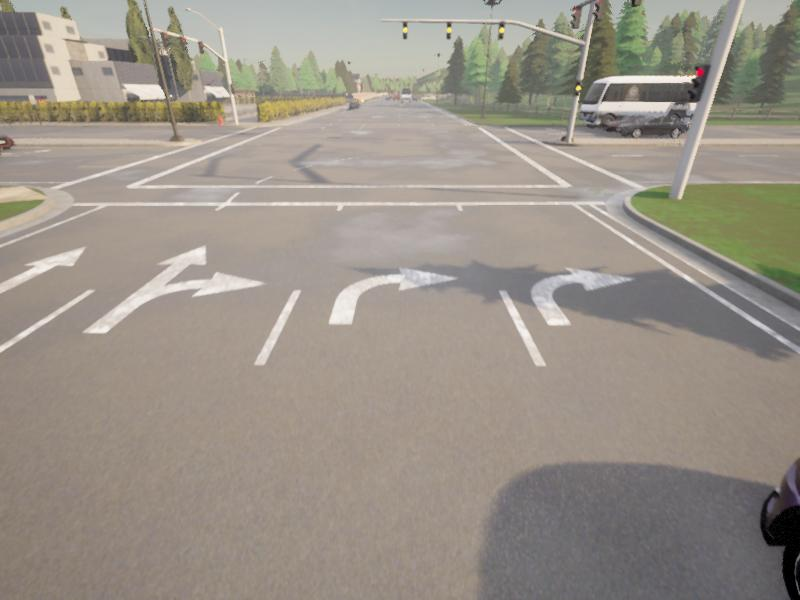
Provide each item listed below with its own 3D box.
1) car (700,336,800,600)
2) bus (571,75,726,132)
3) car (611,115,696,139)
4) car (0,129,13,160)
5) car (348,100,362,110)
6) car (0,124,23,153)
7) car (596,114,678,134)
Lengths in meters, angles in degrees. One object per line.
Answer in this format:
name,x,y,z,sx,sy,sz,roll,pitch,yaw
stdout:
car,3.502,2.076,0.776,2.033,1.649,4.856,0,27,0
bus,21.414,-17.319,35.294,10.273,4.253,3.944,0,27,-1
car,18.740,-12.911,29.795,4.892,1.490,1.837,0,27,-1
car,-22.305,-7.475,19.083,5.027,1.651,2.152,0,27,-1
car,-8.748,-37.788,77.550,2.128,1.511,4.902,0,27,0
car,-24.157,-8.969,22.225,4.181,1.385,1.994,0,27,-1
car,19.378,-14.485,32.932,5.357,1.411,2.033,0,27,-1
